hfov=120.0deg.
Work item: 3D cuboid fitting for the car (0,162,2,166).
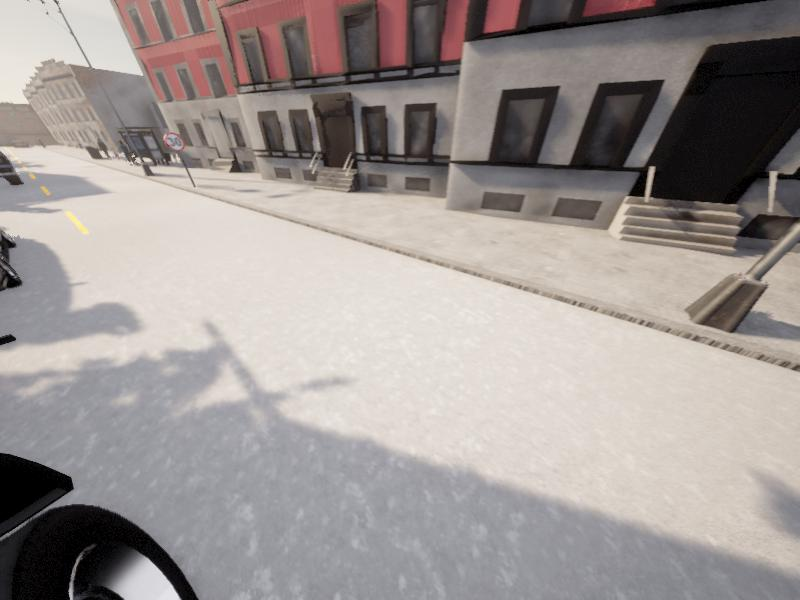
[{"bbox_3d":[-36.724,-12.604,19.810,3.866,1.878,1.905,22,41,28],"label":"car"}]

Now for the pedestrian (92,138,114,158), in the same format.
[{"bbox_3d":[-33.662,-17.230,26.199,0.751,1.860,0.751,24,42,30],"label":"pedestrian"}]

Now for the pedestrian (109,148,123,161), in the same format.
[{"bbox_3d":[-29.252,-15.032,23.782,0.500,1.100,0.500,28,44,33],"label":"pedestrian"}]

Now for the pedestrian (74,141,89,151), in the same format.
[{"bbox_3d":[-51.193,-24.697,37.113,0.751,1.300,0.751,15,38,20],"label":"pedestrian"}]

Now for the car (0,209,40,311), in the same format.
[{"bbox_3d":[-8.806,-1.006,4.046,5.357,1.411,2.033,23,41,28],"label":"car"}]

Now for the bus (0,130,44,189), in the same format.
[{"bbox_3d":[-24.115,-8.509,12.080,10.273,4.253,3.944,21,40,28],"label":"bus"}]

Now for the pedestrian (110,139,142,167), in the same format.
[{"bbox_3d":[-22.567,-12.143,19.086,0.751,1.860,0.751,14,37,19],"label":"pedestrian"}]
